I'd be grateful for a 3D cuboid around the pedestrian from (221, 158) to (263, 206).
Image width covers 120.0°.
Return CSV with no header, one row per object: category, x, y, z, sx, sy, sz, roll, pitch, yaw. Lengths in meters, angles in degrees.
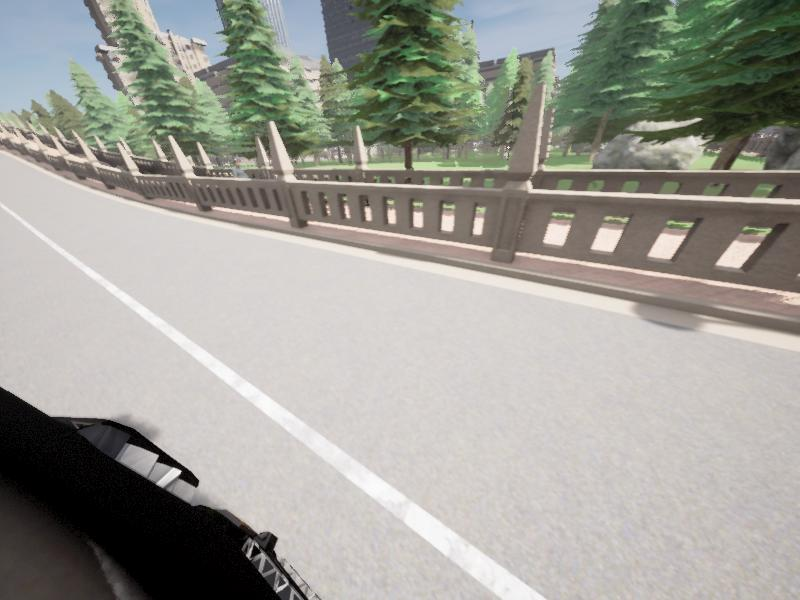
pedestrian,-7.237,-5.433,10.650,0.751,1.860,0.751,16,38,26
